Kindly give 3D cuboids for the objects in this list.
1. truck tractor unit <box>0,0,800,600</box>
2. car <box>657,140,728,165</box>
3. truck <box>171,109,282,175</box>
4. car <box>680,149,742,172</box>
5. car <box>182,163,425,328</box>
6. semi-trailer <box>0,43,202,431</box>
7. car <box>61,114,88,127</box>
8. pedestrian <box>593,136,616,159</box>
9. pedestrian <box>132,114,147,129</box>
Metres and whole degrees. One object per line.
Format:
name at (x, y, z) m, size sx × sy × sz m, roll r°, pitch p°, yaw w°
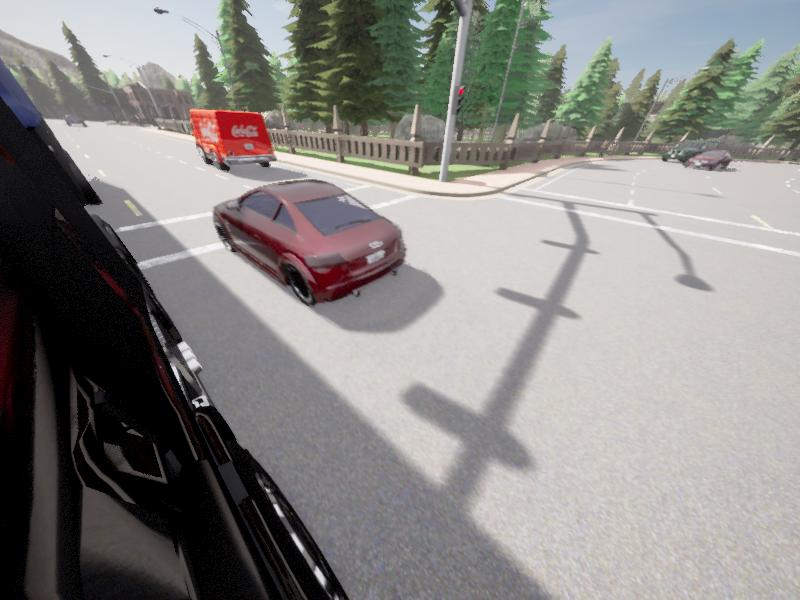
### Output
truck tractor unit at (-2.645, -0.295, 0.351) m, size 6.516 × 4.208 × 3.053 m, roll 28°, pitch 44°, yaw 30°
car at (31.438, -15.980, 24.934) m, size 5.566 × 2.045 × 2.150 m, roll -11°, pitch 39°, yaw -16°
truck at (-9.283, -8.635, 12.474) m, size 5.204 × 2.467 × 2.627 m, roll 28°, pitch 44°, yaw 30°
car at (27.737, -12.496, 20.611) m, size 4.674 × 1.442 × 1.812 m, roll -16°, pitch 41°, yaw -23°
car at (-1.879, -1.464, 4.340) m, size 4.181 × 1.385 × 1.994 m, roll 28°, pitch 44°, yaw 30°
semi-trailer at (-8.717, -3.589, 4.213) m, size 14.254 × 4.402 × 2.717 m, roll 28°, pitch 44°, yaw 30°
car at (-57.638, -31.752, 40.850) m, size 5.027 × 1.651 × 2.152 m, roll 29°, pitch 44°, yaw 30°
pedestrian at (20.633, -15.337, 23.292) m, size 0.751 × 1.860 × 0.751 m, roll -12°, pitch 39°, yaw -18°
pedestrian at (-43.543, -29.831, 38.603) m, size 0.751 × 1.860 × 0.751 m, roll 18°, pitch 40°, yaw 20°
